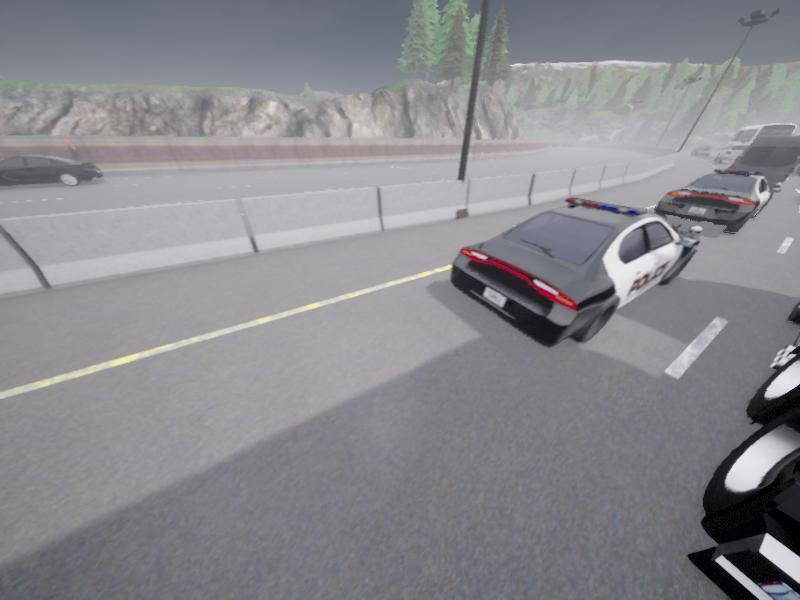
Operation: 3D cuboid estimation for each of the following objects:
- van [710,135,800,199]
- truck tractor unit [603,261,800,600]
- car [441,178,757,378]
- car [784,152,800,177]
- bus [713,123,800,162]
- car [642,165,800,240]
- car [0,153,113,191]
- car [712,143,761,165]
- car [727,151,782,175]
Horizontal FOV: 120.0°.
[{"bbox_3d":[19.898,-7.422,12.622,5.915,2.561,1.988,-22,41,-29],"label":"van"},{"bbox_3d":[5.102,-0.310,0.798,6.516,4.208,3.053,-18,39,-24],"label":"truck tractor unit"},{"bbox_3d":[3.408,-0.944,4.069,4.974,1.542,2.038,-19,39,-24],"label":"car"},{"bbox_3d":[34.056,-10.984,18.760,4.902,1.511,2.128,-27,43,-33],"label":"car"},{"bbox_3d":[52.481,-23.417,34.394,3.944,4.253,10.273,25,42,30],"label":"bus"},{"bbox_3d":[10.919,-3.541,7.840,4.974,1.542,2.038,-19,39,-26],"label":"car"},{"bbox_3d":[-20.173,-7.125,12.732,5.008,1.535,1.882,-18,39,-24],"label":"car"},{"bbox_3d":[41.471,-18.156,28.670,2.150,2.045,5.566,28,44,34],"label":"car"},{"bbox_3d":[31.227,-12.238,20.527,4.514,1.525,2.007,-26,43,-33],"label":"car"}]
